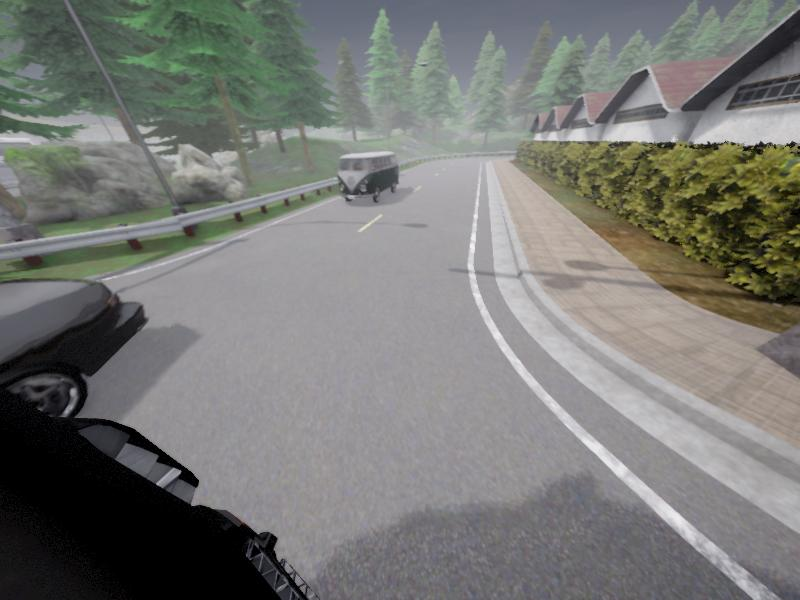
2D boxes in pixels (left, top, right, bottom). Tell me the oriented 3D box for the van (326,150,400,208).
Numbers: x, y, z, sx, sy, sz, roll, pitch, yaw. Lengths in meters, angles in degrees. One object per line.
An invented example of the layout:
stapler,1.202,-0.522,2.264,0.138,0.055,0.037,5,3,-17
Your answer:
van,-1.496,-6.147,11.440,1.775,1.987,4.442,8,35,15

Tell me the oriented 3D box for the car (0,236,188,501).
car,-4.082,1.406,0.751,2.033,1.411,5.357,-2,34,0

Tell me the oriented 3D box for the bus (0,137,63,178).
bus,-52.288,-17.612,28.710,3.944,4.253,10.273,8,35,14
